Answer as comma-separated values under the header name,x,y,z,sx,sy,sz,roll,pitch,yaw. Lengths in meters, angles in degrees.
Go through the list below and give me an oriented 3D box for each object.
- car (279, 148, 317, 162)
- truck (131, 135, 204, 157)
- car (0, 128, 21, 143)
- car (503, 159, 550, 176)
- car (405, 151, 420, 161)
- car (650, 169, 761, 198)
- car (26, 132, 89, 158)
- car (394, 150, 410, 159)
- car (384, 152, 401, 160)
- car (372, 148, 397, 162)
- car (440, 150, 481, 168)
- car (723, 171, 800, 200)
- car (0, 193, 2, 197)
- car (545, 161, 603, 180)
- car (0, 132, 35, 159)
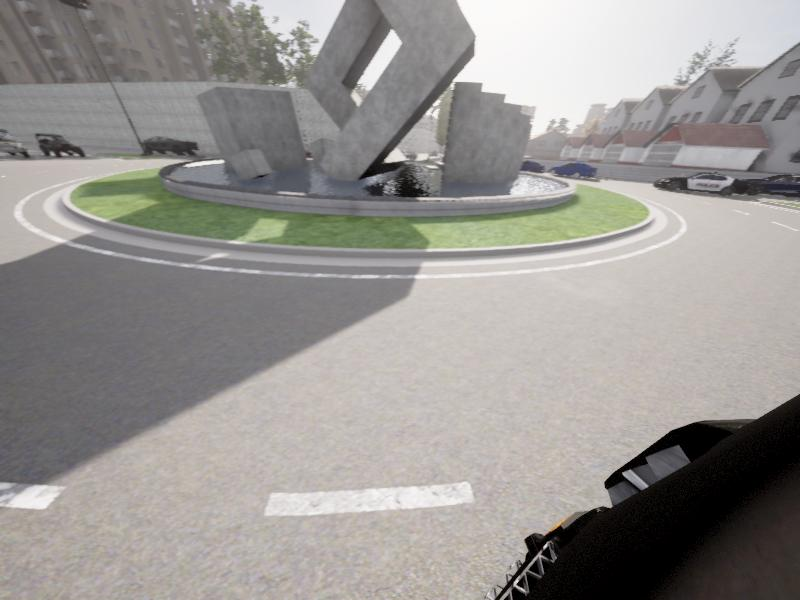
name,x,y,z,sx,sy,sz,roll,pitch,yaw
car,-13.885,-19.808,31.562,4.181,1.385,1.994,-20,40,-30
truck,-29.722,-19.816,29.753,6.274,2.098,2.390,3,34,1
car,-71.288,-29.146,40.820,5.566,2.045,2.150,11,34,12
car,15.306,-16.278,28.314,1.812,1.442,4.674,-16,38,-27
car,2.616,-29.642,47.532,1.812,1.442,4.674,12,35,13
car,24.290,-9.562,18.770,4.974,1.542,2.038,22,38,27
car,-33.485,-15.159,22.644,3.866,1.878,1.905,15,35,17
car,0.484,-32.534,51.655,2.038,1.542,4.974,11,34,12
car,-1.489,-28.715,45.967,1.895,1.301,4.718,12,35,13
car,-2.480,-23.854,38.028,1.905,1.878,3.866,26,40,30
car,9.529,-22.398,36.572,5.566,2.045,2.150,18,37,22
car,30.954,-9.324,18.811,4.856,1.649,2.033,18,37,22
car,-14.017,-3.250,6.399,5.366,1.575,1.801,30,42,35
car,20.107,-15.214,26.976,1.882,1.535,5.008,-10,36,-20
car,-34.983,-13.473,20.004,4.605,1.855,1.932,15,35,17
